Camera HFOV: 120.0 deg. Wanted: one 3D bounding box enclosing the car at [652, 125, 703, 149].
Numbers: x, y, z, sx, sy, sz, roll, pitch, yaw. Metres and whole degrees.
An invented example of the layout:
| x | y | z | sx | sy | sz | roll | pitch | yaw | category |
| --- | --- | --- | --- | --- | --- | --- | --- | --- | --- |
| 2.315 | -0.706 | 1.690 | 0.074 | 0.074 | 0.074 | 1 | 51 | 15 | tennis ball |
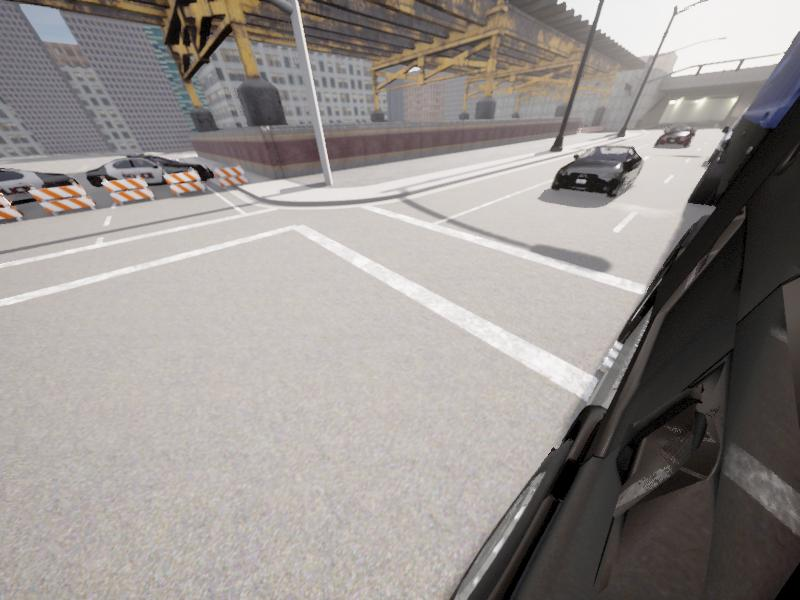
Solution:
| x | y | z | sx | sy | sz | roll | pitch | yaw | category |
| --- | --- | --- | --- | --- | --- | --- | --- | --- | --- |
| 23.247 | -13.709 | 19.370 | 4.181 | 1.385 | 1.994 | -29 | 44 | -31 | car |

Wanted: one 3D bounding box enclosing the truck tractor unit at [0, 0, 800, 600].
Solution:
| x | y | z | sx | sy | sz | roll | pitch | yaw | category |
| --- | --- | --- | --- | --- | --- | --- | --- | --- | --- |
| 2.645 | -0.295 | 0.352 | 6.516 | 4.208 | 3.053 | -28 | 44 | -30 | truck tractor unit |

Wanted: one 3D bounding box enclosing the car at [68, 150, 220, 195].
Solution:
| x | y | z | sx | sy | sz | roll | pitch | yaw | category |
| --- | --- | --- | --- | --- | --- | --- | --- | --- | --- |
| -13.100 | -6.871 | 12.296 | 4.974 | 1.542 | 2.038 | -9 | 37 | -9 | car |

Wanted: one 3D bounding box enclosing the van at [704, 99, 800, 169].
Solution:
| x | y | z | sx | sy | sz | roll | pitch | yaw | category |
| --- | --- | --- | --- | --- | --- | --- | --- | --- | --- |
| 18.906 | -8.972 | 12.328 | 5.915 | 2.561 | 1.988 | -30 | 45 | -30 | van |

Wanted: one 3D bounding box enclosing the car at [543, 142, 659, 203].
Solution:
| x | y | z | sx | sy | sz | roll | pitch | yaw | category |
| --- | --- | --- | --- | --- | --- | --- | --- | --- | --- |
| 7.518 | -4.923 | 8.608 | 4.181 | 1.385 | 1.994 | -29 | 44 | -31 | car |

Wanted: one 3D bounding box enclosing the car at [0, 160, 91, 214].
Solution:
| x | y | z | sx | sy | sz | roll | pitch | yaw | category |
| --- | --- | --- | --- | --- | --- | --- | --- | --- | --- |
| -16.600 | -4.285 | 9.058 | 2.038 | 1.542 | 4.974 | 6 | 38 | 11 | car |

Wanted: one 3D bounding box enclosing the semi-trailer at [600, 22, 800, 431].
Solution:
| x | y | z | sx | sy | sz | roll | pitch | yaw | category |
| --- | --- | --- | --- | --- | --- | --- | --- | --- | --- |
| 8.603 | -3.668 | 4.319 | 14.254 | 4.402 | 2.717 | -29 | 44 | -31 | semi-trailer |

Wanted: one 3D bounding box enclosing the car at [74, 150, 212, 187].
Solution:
| x | y | z | sx | sy | sz | roll | pitch | yaw | category |
| --- | --- | --- | --- | --- | --- | --- | --- | --- | --- |
| -13.156 | -6.988 | 12.194 | 4.536 | 1.218 | 1.853 | -9 | 37 | -9 | car |

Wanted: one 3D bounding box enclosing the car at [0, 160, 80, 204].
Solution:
| x | y | z | sx | sy | sz | roll | pitch | yaw | category |
| --- | --- | --- | --- | --- | --- | --- | --- | --- | --- |
| -16.595 | -4.442 | 9.005 | 1.853 | 1.218 | 4.536 | 6 | 38 | 11 | car |
